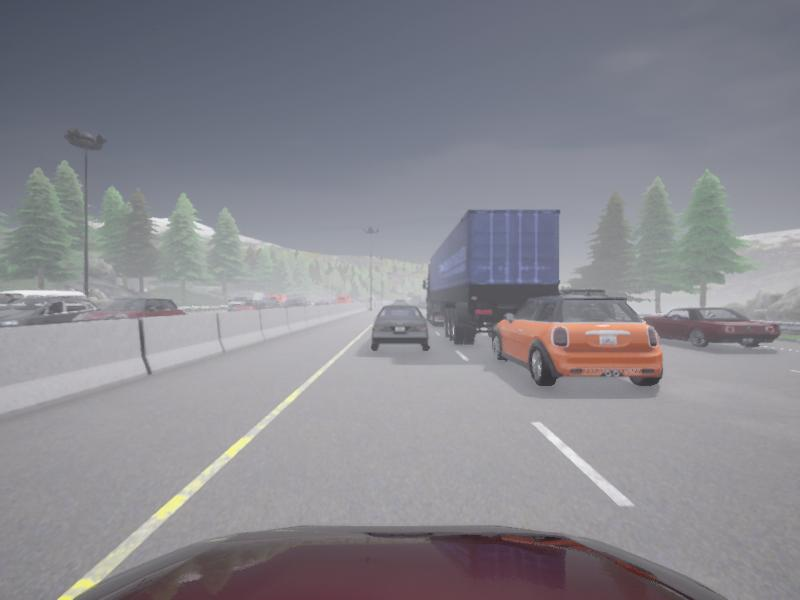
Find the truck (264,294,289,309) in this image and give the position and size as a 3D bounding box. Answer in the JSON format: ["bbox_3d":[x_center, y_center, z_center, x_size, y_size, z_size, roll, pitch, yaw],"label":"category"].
[{"bbox_3d":[-20.963,0.264,68.107,2.627,2.467,5.204,0,0,0],"label":"truck"}]

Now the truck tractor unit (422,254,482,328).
[{"bbox_3d":[3.141,-0.562,25.975,3.053,4.208,6.516,0,1,0],"label":"truck tractor unit"}]

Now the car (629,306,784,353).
[{"bbox_3d":[10.500,0.923,14.299,1.895,1.301,4.718,0,0,0],"label":"car"}]

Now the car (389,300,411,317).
[{"bbox_3d":[0.008,0.771,39.295,2.038,1.542,4.974,0,0,0],"label":"car"}]

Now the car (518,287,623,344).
[{"bbox_3d":[7.000,0.546,17.246,2.150,2.045,5.566,0,0,0],"label":"car"}]

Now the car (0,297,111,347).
[{"bbox_3d":[-13.999,0.734,15.533,2.242,1.667,4.611,0,0,0],"label":"car"}]

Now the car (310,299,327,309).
[{"bbox_3d":[-13.948,0.701,68.425,1.801,1.575,5.366,0,0,0],"label":"car"}]

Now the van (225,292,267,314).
[{"bbox_3d":[-17.499,0.311,45.776,2.351,2.431,6.366,0,0,0],"label":"van"}]

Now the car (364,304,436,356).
[{"bbox_3d":[0.001,0.874,13.961,2.033,1.411,5.357,0,0,0],"label":"car"}]

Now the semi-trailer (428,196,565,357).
[{"bbox_3d":[3.144,-0.645,18.065,2.717,4.402,14.254,0,0,0],"label":"semi-trailer"}]

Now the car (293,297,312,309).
[{"bbox_3d":[-17.447,0.459,71.681,2.150,2.045,5.566,0,1,-1],"label":"car"}]

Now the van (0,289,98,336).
[{"bbox_3d":[-17.499,0.545,19.539,2.069,2.038,4.480,0,0,0],"label":"van"}]

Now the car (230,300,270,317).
[{"bbox_3d":[-13.998,0.773,37.657,2.007,1.525,4.514,0,0,0],"label":"car"}]

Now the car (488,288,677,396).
[{"bbox_3d":[3.503,0.691,8.858,2.097,1.767,4.553,0,0,0],"label":"car"}]

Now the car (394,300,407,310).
[{"bbox_3d":[0.076,0.732,65.773,2.038,1.542,4.974,0,0,0],"label":"car"}]

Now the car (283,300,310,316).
[{"bbox_3d":[-10.497,0.759,40.681,1.789,1.549,3.705,0,0,0],"label":"car"}]

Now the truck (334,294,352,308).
[{"bbox_3d":[-10.454,0.256,73.484,2.627,2.467,5.204,0,0,0],"label":"truck"}]

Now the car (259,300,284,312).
[{"bbox_3d":[-17.482,0.765,54.545,1.837,1.490,4.892,0,0,0],"label":"car"}]

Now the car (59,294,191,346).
[{"bbox_3d":[-10.500,0.671,15.811,2.097,1.767,4.553,0,0,0],"label":"car"}]

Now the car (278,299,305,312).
[{"bbox_3d":[-13.987,0.681,51.653,2.242,1.667,4.611,0,0,0],"label":"car"}]
